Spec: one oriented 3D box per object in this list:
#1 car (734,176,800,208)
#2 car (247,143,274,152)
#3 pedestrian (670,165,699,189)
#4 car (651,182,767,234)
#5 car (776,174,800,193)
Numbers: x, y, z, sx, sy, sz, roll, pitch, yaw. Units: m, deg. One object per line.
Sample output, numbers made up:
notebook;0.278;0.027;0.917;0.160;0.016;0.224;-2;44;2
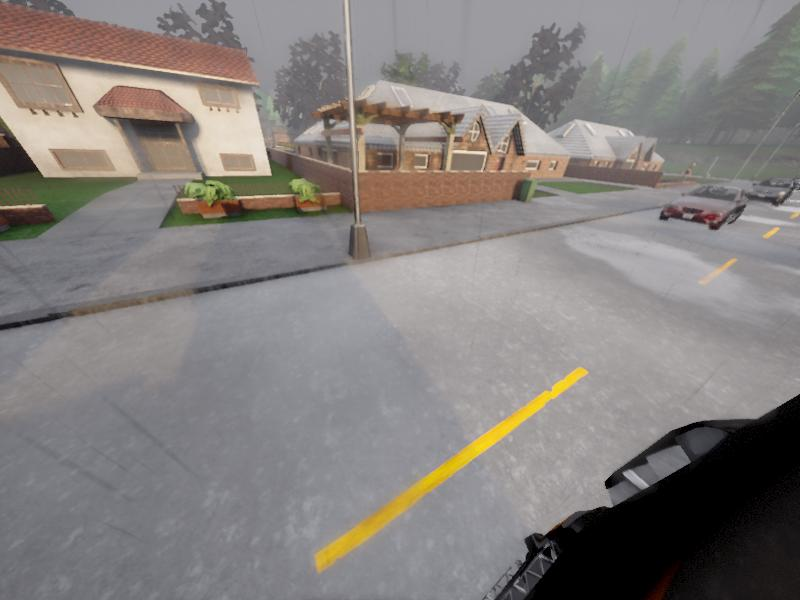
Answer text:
car;26.196;-7.705;16.325;3.988;1.617;1.851;-15;38;-25
car;-32.571;-35.726;54.128;5.027;1.651;2.152;-16;38;-26
pedestrian;26.115;-11.255;21.224;0.751;1.860;0.751;-15;38;-26
car;13.107;-4.032;9.820;4.193;1.474;1.816;-16;38;-26
car;46.358;-13.516;26.707;4.611;1.667;2.242;-16;38;-27
